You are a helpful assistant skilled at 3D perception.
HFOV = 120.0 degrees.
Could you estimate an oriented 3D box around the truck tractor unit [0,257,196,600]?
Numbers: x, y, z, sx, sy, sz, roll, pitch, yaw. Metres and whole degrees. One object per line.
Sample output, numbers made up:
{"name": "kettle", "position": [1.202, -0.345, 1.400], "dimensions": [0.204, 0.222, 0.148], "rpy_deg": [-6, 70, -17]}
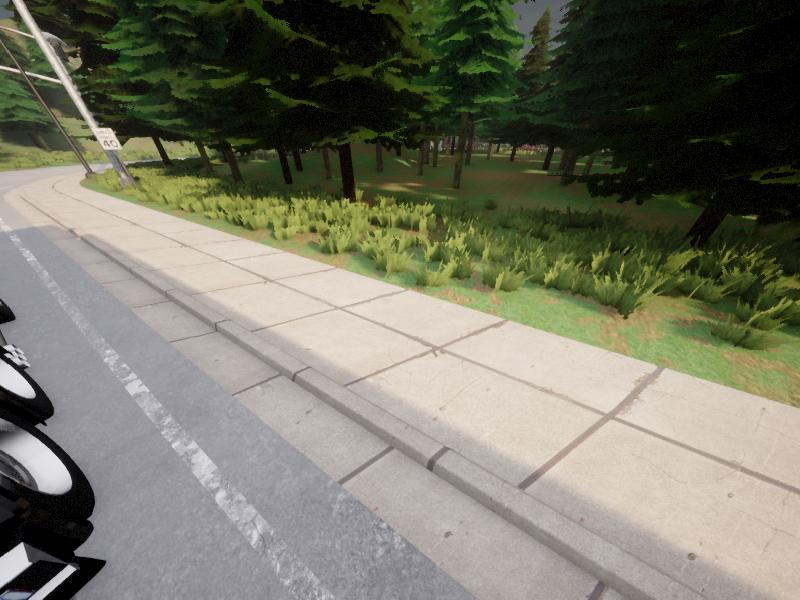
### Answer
{"name": "truck tractor unit", "position": [-5.099, -0.312, 0.797], "dimensions": [6.516, 4.208, 3.053], "rpy_deg": [19, 39, 25]}
